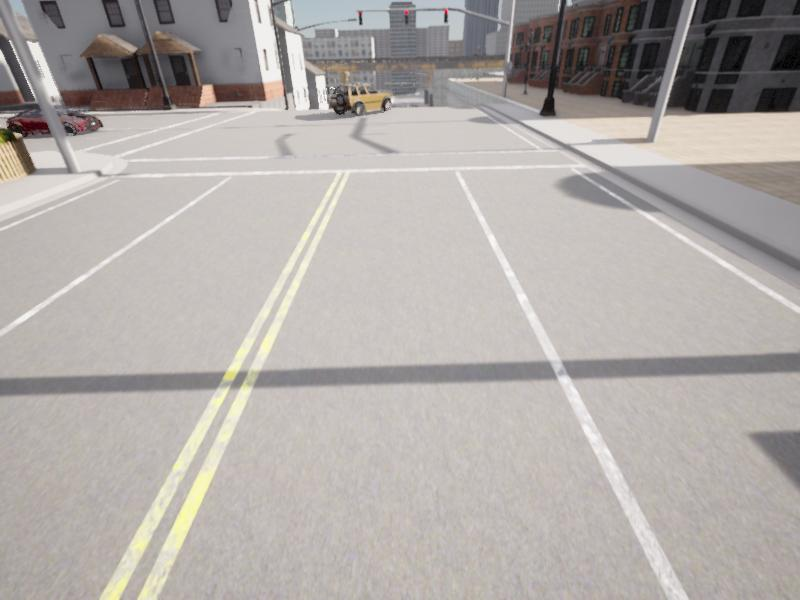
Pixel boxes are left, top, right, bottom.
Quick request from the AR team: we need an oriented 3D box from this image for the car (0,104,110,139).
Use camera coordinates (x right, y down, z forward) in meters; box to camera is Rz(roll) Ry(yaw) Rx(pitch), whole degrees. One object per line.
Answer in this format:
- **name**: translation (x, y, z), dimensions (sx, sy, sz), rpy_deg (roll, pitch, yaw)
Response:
- **car**: translation (-18.587, -9.635, 21.531), dimensions (4.181, 1.385, 1.994), rpy_deg (-2, 31, 0)

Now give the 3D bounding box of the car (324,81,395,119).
- **car**: translation (-2.507, -13.250, 26.310), dimensions (1.932, 1.855, 4.605), rpy_deg (22, 38, 32)
